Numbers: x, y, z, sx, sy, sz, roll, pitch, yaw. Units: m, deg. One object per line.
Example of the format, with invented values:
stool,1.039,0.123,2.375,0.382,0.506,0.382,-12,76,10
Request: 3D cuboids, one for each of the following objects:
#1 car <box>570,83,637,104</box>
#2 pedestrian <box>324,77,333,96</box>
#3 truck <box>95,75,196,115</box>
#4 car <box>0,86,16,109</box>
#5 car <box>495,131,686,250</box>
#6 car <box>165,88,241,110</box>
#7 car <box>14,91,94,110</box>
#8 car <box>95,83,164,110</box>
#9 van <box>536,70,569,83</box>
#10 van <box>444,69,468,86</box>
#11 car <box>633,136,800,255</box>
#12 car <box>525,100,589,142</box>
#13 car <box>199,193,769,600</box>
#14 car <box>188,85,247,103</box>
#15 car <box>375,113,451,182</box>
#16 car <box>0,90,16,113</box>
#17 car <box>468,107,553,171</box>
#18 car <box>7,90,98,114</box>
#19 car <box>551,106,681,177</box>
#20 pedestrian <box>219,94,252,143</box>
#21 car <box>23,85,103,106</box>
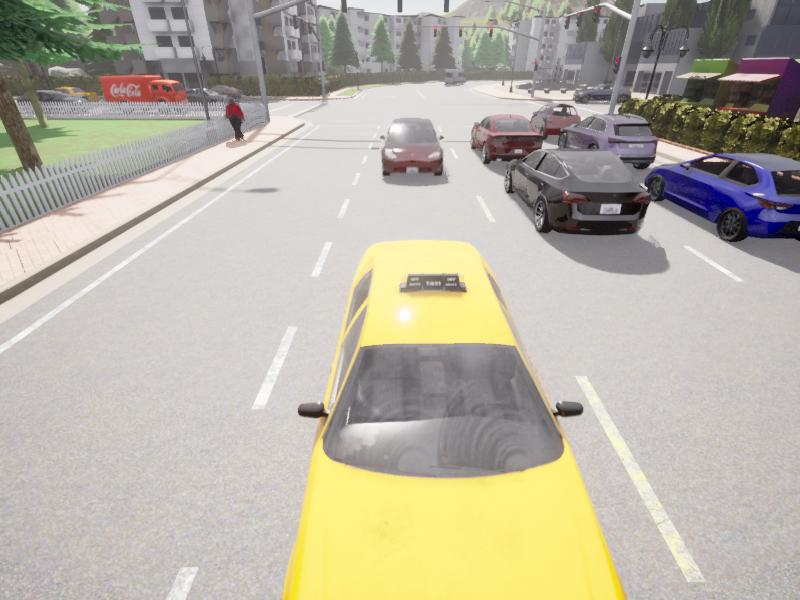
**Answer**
car,19.046,-19.442,37.696,5.027,1.651,2.152,2,30,3
pedestrian,-8.111,-24.212,45.303,0.751,1.860,0.751,2,30,4
truck,-18.583,-15.142,29.522,5.204,2.467,2.627,1,30,2
car,-35.753,-16.842,33.289,5.027,1.651,2.152,1,30,2
car,3.867,-2.801,9.346,2.163,1.488,4.792,0,30,0
car,-16.001,-16.449,32.709,4.902,1.511,2.128,1,30,2
car,-28.545,-16.575,33.149,4.718,1.301,1.895,1,30,2
car,-22.072,-16.718,32.797,3.866,1.878,1.905,1,30,2
van,33.170,-48.706,87.000,6.366,2.431,2.351,-10,32,-17
van,10.401,-41.365,74.301,1.988,2.561,5.915,17,35,27
car,7.351,-2.535,8.894,1.816,1.474,4.193,0,30,1
car,7.579,-8.888,19.720,1.845,1.501,3.633,2,30,3
car,0.278,0.612,3.415,1.801,1.575,5.366,0,30,1
car,-17.604,-19.976,38.818,4.674,1.442,1.812,1,30,2
car,0.405,-5.434,13.859,2.163,1.488,4.792,0,30,1
car,-32.492,-14.964,30.196,4.892,1.490,1.837,1,30,2
car,3.925,-6.273,15.236,1.882,1.535,5.008,0,30,0
car,-25.935,-14.849,29.994,4.892,1.490,1.837,1,30,2
car,7.417,-5.895,14.497,2.033,1.649,4.856,0,30,1
pedestrian,-7.025,-7.767,17.138,0.751,1.860,0.751,1,30,2
car,-30.329,-18.491,36.159,5.366,1.575,1.801,1,30,1
